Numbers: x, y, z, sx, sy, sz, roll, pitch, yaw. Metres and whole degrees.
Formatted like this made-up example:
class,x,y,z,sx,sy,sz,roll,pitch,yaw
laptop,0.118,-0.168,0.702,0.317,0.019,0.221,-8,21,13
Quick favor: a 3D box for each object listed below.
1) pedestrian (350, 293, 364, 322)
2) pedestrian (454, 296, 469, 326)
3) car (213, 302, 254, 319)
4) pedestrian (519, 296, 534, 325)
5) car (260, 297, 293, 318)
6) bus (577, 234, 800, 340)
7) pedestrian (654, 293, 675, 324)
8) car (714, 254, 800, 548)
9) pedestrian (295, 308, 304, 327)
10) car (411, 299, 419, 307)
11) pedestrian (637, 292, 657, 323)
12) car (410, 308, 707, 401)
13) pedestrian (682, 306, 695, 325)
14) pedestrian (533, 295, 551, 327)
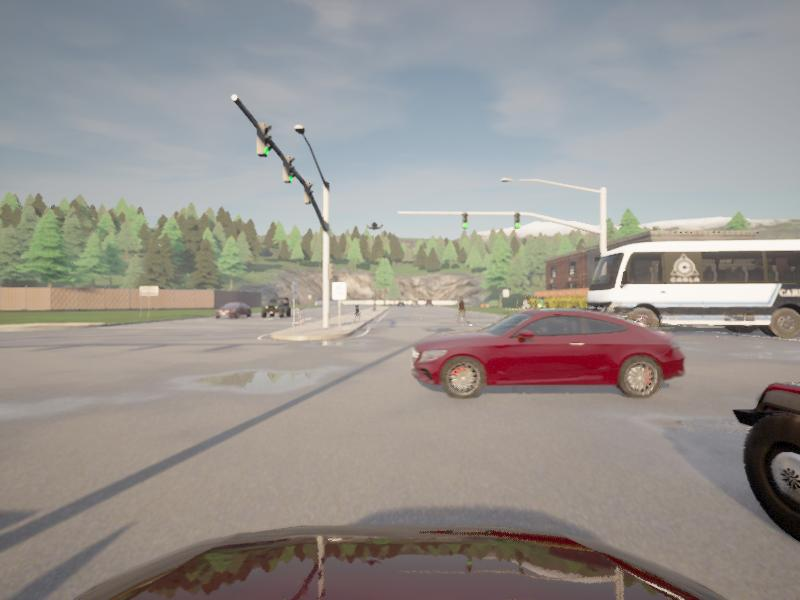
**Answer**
class,x,y,z,sx,sy,sz,roll,pitch,yaw
pedestrian,-2.819,0.507,26.101,0.751,1.860,0.751,0,0,9
pedestrian,3.879,0.659,25.265,0.751,1.860,0.751,0,0,-5
car,-14.914,0.901,36.155,1.812,1.442,4.674,0,0,0
pedestrian,8.259,0.664,26.148,0.751,1.860,0.751,0,0,-1
car,-11.411,0.679,37.233,1.905,1.878,3.866,0,0,0
bus,14.074,-0.518,18.219,10.273,4.253,3.944,0,0,6
pedestrian,16.182,0.506,24.488,0.751,1.860,0.751,0,0,4
car,3.506,0.648,1.323,1.905,1.878,3.866,0,0,0
pedestrian,-6.024,1.038,24.005,0.500,1.100,0.500,0,0,-12
car,3.800,0.739,99.744,1.932,1.855,4.605,0,0,2
pedestrian,15.309,0.463,24.827,0.751,1.860,0.751,0,0,-10
car,2.546,0.876,7.253,4.674,1.442,1.812,0,0,0
pedestrian,16.500,0.884,22.865,0.500,1.100,0.500,0,0,-39
pedestrian,8.559,0.658,24.176,0.751,1.860,0.751,0,0,-8
